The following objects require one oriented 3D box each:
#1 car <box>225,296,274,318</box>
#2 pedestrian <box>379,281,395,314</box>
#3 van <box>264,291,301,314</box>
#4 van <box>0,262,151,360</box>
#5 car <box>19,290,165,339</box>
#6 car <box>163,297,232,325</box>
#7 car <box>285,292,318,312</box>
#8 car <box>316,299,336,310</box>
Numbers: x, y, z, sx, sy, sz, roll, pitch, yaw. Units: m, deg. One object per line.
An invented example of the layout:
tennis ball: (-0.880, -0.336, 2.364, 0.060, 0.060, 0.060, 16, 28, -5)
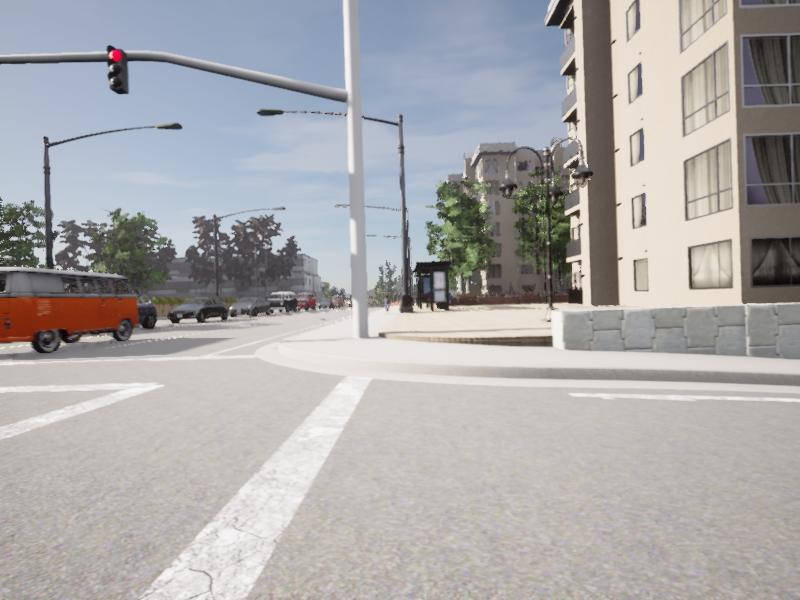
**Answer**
car: (-11.637, 0.527, 31.286, 2.007, 1.525, 4.514, -2, 0, 2)
pedestrian: (-0.760, -0.141, 23.071, 0.751, 1.860, 0.751, -2, 0, 8)
van: (-11.367, 0.248, 38.885, 2.069, 2.038, 4.480, -2, 0, 2)
van: (-8.751, 0.244, 10.408, 1.775, 1.987, 4.442, -2, 0, -2)
car: (-12.186, 0.498, 16.352, 2.242, 1.667, 4.611, -2, 0, 2)
car: (-11.909, 0.575, 23.829, 1.816, 1.474, 4.193, -2, 0, 2)
car: (-11.123, 0.225, 45.610, 2.150, 2.045, 5.566, -2, 0, 2)
car: (-10.660, 0.603, 57.913, 1.816, 1.474, 4.193, -2, -1, 2)
